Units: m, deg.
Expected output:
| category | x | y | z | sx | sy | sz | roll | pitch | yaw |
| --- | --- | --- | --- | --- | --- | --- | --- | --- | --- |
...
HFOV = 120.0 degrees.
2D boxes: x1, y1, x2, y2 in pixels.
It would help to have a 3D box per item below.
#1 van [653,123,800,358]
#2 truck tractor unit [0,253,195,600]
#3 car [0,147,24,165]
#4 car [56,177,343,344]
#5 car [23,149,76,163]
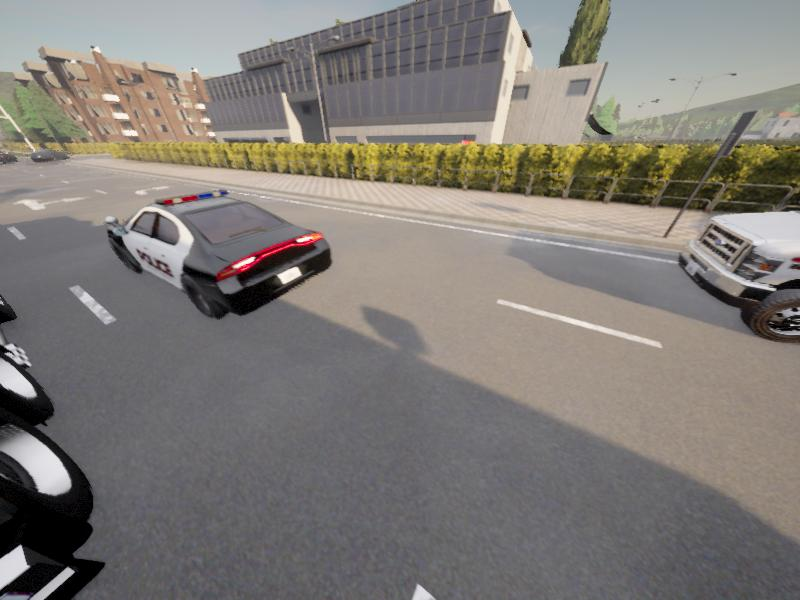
| category | x | y | z | sx | sy | sz | roll | pitch | yaw |
| --- | --- | --- | --- | --- | --- | --- | --- | --- | --- |
| van | 7.593 | -0.210 | 2.113 | 6.366 | 2.431 | 2.351 | 18 | 39 | 24 |
| truck tractor unit | -5.091 | -0.321 | 0.801 | 6.516 | 4.208 | 3.053 | 19 | 39 | 25 |
| car | -49.302 | -17.507 | 28.075 | 2.242 | 1.667 | 4.611 | -24 | 41 | -30 |
| car | -3.801 | -1.245 | 4.478 | 4.974 | 1.542 | 2.038 | 18 | 39 | 24 |
| car | -47.478 | -19.689 | 31.460 | 1.994 | 1.385 | 4.181 | -13 | 37 | -17 |
